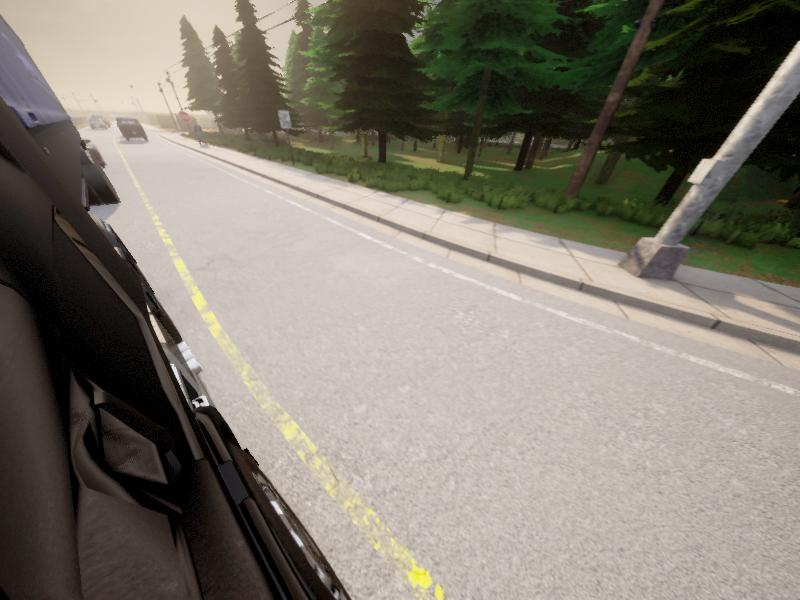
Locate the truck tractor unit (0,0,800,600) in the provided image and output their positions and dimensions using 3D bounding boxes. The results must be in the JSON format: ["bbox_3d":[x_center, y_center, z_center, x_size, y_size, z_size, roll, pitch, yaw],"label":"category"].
[{"bbox_3d":[-2.645,-0.295,0.351,6.516,4.208,3.053,28,44,30],"label":"truck tractor unit"}]

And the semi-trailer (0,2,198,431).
[{"bbox_3d":[-8.511,-3.718,4.414,14.254,4.402,2.717,30,45,32],"label":"semi-trailer"}]

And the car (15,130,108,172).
[{"bbox_3d":[-16.935,-7.714,11.811,4.181,1.385,1.994,32,45,33],"label":"car"}]

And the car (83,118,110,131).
[{"bbox_3d":[-51.587,-29.951,39.377,2.128,1.511,4.902,-28,47,-35],"label":"car"}]

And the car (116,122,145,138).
[{"bbox_3d":[-33.675,-21.297,28.902,1.837,1.490,4.892,-27,46,-34],"label":"car"}]

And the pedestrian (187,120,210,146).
[{"bbox_3d":[-18.557,-15.351,21.287,0.751,1.860,0.751,19,40,21],"label":"pedestrian"}]

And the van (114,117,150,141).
[{"bbox_3d":[-29.144,-18.554,25.084,1.775,1.987,4.442,-29,47,-35],"label":"van"}]
